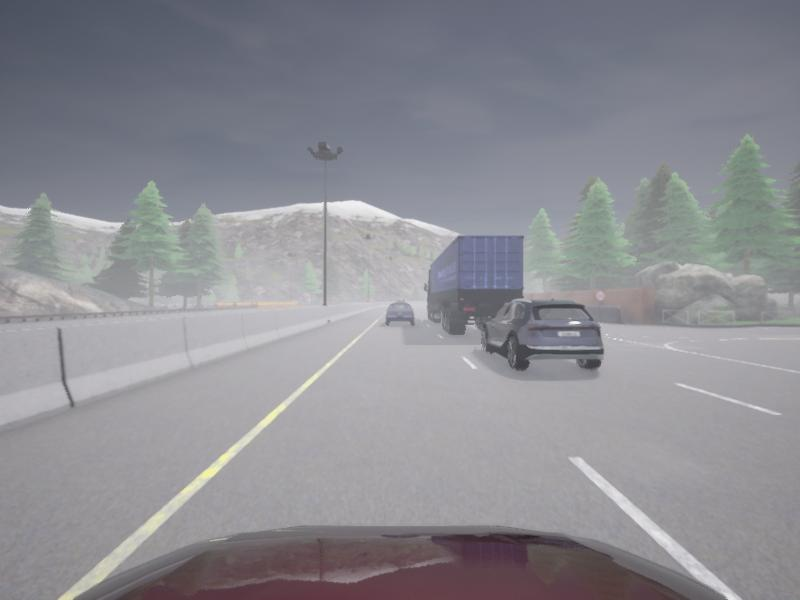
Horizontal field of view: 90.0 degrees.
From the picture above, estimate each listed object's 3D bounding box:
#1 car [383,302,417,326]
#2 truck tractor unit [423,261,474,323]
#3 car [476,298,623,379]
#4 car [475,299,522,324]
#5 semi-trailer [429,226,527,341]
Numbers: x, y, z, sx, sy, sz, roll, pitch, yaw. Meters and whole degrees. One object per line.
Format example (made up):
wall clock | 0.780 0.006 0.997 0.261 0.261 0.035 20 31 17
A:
car | -0.002 0.889 26.805 2.033 1.411 5.357 0 0 0
truck tractor unit | 3.499 -0.527 30.378 3.053 4.208 6.516 0 0 0
car | 3.487 0.775 10.527 2.033 1.649 4.856 0 0 0
car | 6.996 0.775 29.001 2.152 1.651 5.027 0 0 0
semi-trailer | 3.499 -0.624 22.462 2.717 4.402 14.254 0 0 0
